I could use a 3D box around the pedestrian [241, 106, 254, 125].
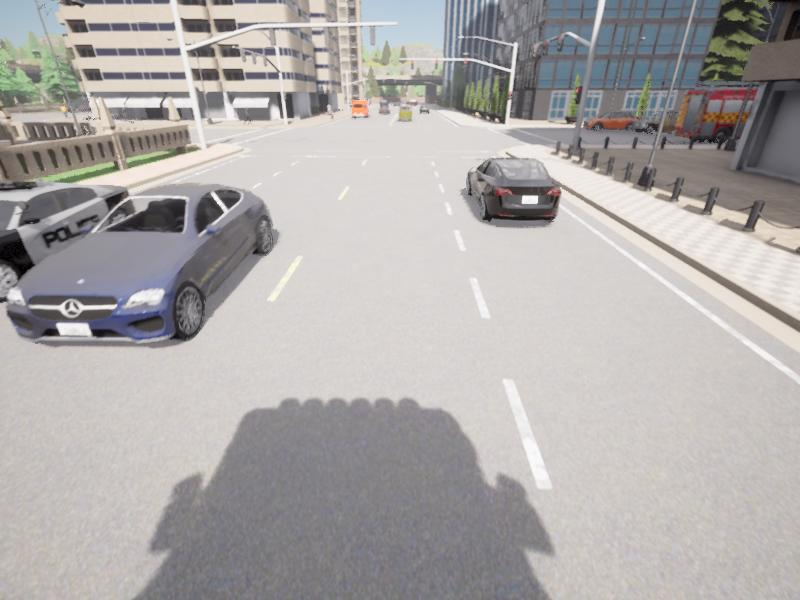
[{"bbox_3d":[-16.637,-20.171,43.720,0.751,1.860,0.751,3,27,6],"label":"pedestrian"}]

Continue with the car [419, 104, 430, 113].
[{"bbox_3d":[4.881,-38.292,80.134,2.007,1.525,4.514,1,27,1],"label":"car"}]

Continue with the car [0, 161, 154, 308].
[{"bbox_3d":[-7.378,-1.408,7.658,1.930,1.638,5.238,1,27,1],"label":"car"}]

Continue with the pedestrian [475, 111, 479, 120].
[{"bbox_3d":[10.415,-24.939,54.017,0.500,1.100,0.500,5,27,10],"label":"pedestrian"}]

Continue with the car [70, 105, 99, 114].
[{"bbox_3d":[-61.970,-37.487,78.565,1.812,1.442,4.674,1,27,1],"label":"car"}]

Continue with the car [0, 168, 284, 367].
[{"bbox_3d":[-3.894,-1.037,6.948,2.152,1.651,5.027,1,27,1],"label":"car"}]

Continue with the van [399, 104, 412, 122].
[{"bbox_3d":[0.777,-25.823,55.170,1.775,1.987,4.442,1,27,1],"label":"van"}]

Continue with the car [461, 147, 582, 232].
[{"bbox_3d":[3.229,-3.475,11.882,2.163,1.488,4.792,1,27,1],"label":"car"}]

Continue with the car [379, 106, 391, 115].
[{"bbox_3d":[-2.753,-34.658,73.185,1.994,1.385,4.181,-2,27,-4],"label":"car"}]

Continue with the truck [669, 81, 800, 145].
[{"bbox_3d":[24.266,-12.877,27.613,8.468,3.827,2.891,1,27,2],"label":"truck"}]

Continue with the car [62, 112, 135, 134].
[{"bbox_3d":[-27.084,-15.961,36.064,4.611,1.667,2.242,4,27,7],"label":"car"}]

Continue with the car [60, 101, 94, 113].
[{"bbox_3d":[-65.395,-39.134,81.131,2.150,2.045,5.566,1,27,1],"label":"car"}]

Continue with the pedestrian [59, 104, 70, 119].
[{"bbox_3d":[-46.655,-26.235,55.634,0.751,1.860,0.751,-19,33,-33],"label":"pedestrian"}]

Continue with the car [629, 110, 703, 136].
[{"bbox_3d":[22.699,-15.210,34.337,4.605,1.855,1.932,1,27,1],"label":"car"}]

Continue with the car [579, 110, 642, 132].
[{"bbox_3d":[19.666,-16.800,37.547,4.553,1.767,2.097,1,27,1],"label":"car"}]

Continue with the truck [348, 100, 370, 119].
[{"bbox_3d":[-6.087,-28.933,60.756,2.627,2.467,5.204,1,27,1],"label":"truck"}]
